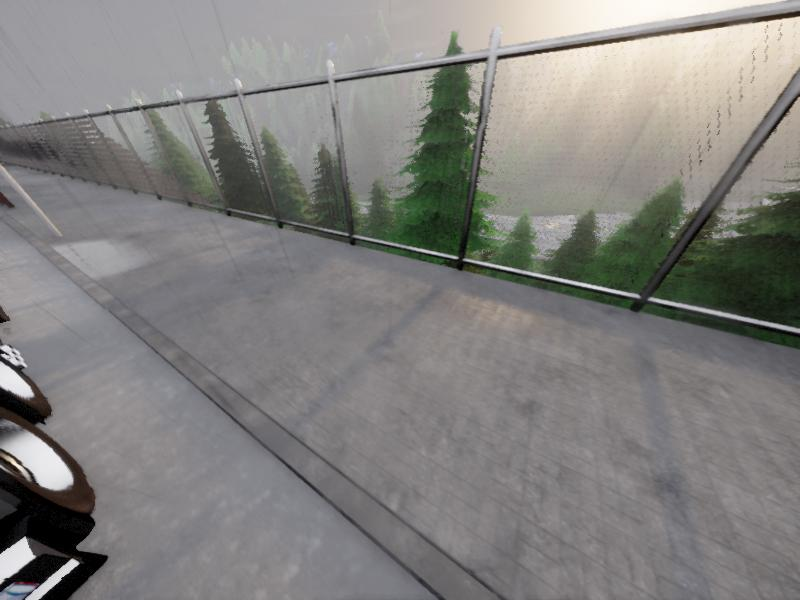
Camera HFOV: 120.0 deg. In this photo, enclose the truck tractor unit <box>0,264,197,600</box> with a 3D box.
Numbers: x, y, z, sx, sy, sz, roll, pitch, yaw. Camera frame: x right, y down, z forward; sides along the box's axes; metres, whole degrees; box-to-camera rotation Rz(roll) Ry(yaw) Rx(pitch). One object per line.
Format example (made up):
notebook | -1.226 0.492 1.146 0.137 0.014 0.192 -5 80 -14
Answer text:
truck tractor unit | -5.113 -0.298 0.779 6.516 4.208 3.053 18 39 24
